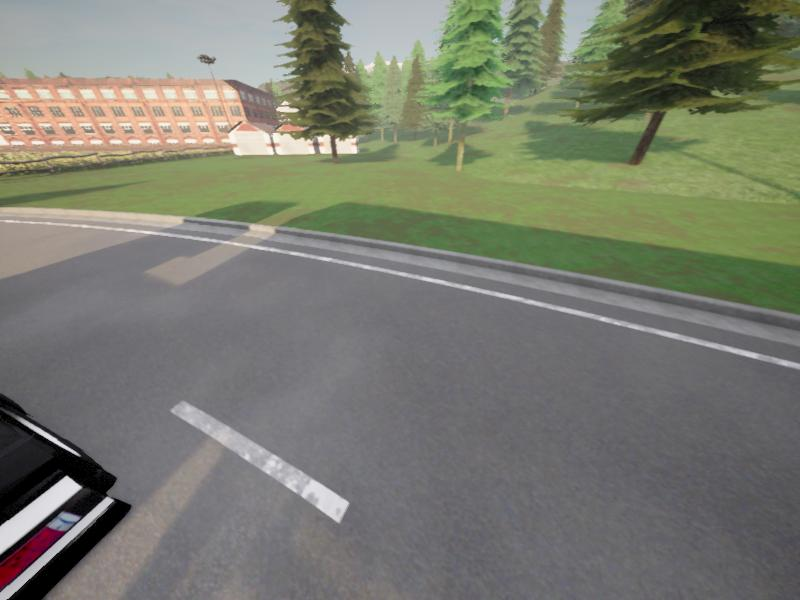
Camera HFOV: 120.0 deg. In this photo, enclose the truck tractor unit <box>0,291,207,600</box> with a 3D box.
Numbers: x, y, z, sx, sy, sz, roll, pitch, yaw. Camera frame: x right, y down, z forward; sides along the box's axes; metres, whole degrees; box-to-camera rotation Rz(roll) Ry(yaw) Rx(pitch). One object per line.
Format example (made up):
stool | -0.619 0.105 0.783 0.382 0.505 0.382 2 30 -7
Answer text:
truck tractor unit | -5.251 -0.129 0.546 6.516 4.208 3.053 12 37 17
